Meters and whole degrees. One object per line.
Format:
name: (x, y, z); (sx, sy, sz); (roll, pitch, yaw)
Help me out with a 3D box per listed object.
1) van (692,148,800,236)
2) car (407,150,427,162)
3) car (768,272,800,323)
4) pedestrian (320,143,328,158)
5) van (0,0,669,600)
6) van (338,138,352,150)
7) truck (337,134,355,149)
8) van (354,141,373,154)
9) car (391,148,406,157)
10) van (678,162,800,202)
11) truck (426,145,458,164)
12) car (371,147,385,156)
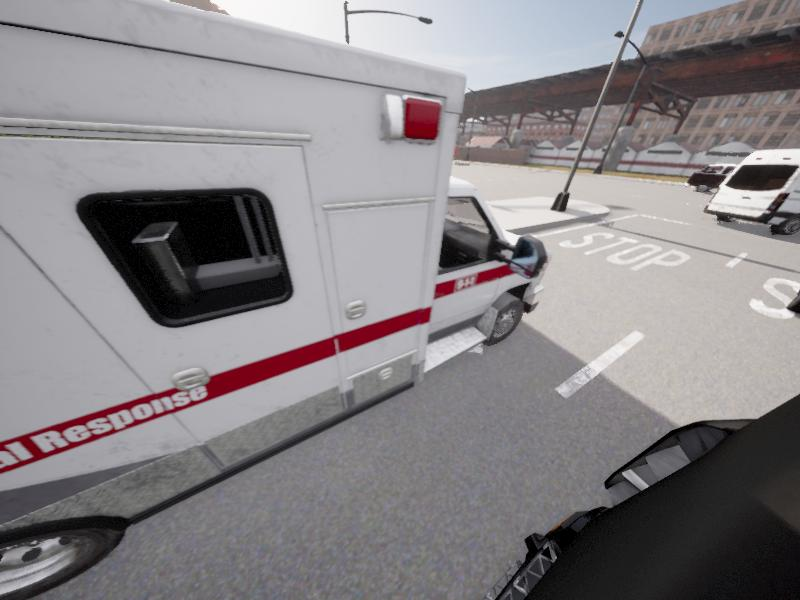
van: (15.500, -3.832, 8.429); (5.915, 2.561, 1.988); (2, 31, -1)
car: (3.035, -25.850, 41.434); (1.789, 1.549, 3.705); (-16, 38, -26)
car: (8.412, -0.378, 3.668); (3.633, 1.501, 1.845); (-15, 38, -25)
pedestrian: (-11.720, -23.103, 35.680); (0.751, 1.860, 0.751); (-19, 39, -29)
van: (-1.202, -0.251, 2.001); (6.366, 2.431, 2.351); (-16, 38, -26)
van: (-16.385, -46.310, 68.639); (1.988, 2.561, 5.915); (-16, 39, -26)
truck: (-17.704, -52.251, 75.973); (2.891, 3.827, 8.468); (-16, 39, -26)
van: (-9.214, -38.790, 58.571); (2.351, 2.431, 6.366); (-16, 39, -26)
car: (-0.348, -33.236, 52.075); (1.845, 1.501, 3.633); (-16, 39, -26)
van: (24.289, -8.685, 16.761); (2.069, 2.038, 4.480); (-16, 38, -26)
truck: (7.326, -25.838, 40.932); (2.627, 2.467, 5.204); (-16, 39, -26)
car: (-5.037, -34.080, 52.894); (1.789, 1.549, 3.705); (-16, 39, -26)
